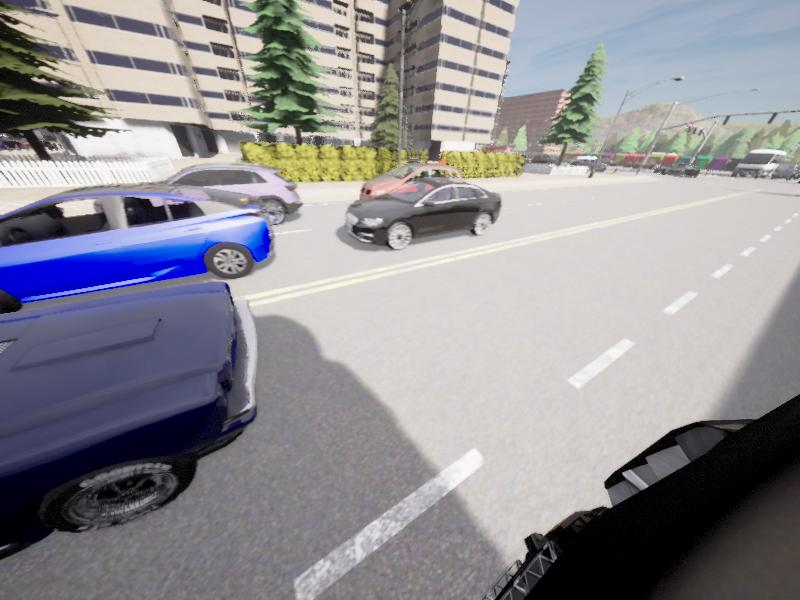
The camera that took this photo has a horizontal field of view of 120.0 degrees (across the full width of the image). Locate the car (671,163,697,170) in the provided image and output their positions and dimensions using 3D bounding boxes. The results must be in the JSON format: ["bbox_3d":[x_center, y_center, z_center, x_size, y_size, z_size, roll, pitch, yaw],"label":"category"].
[{"bbox_3d":[76.259,-35.861,61.993,1.970,1.475,3.806,-16,38,-26],"label":"car"}]

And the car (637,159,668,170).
[{"bbox_3d":[56.801,-30.450,52.029,1.905,1.878,3.866,-16,38,-26],"label":"car"}]

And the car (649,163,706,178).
[{"bbox_3d":[43.522,-20.420,36.409,1.930,1.638,5.238,-9,35,-19],"label":"car"}]

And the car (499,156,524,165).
[{"bbox_3d":[24.906,-31.266,51.771,1.812,1.442,4.674,-16,38,-26],"label":"car"}]

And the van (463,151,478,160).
[{"bbox_3d":[22.157,-45.660,72.918,1.775,1.987,4.442,-16,38,-26],"label":"van"}]

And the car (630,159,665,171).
[{"bbox_3d":[54.271,-29.760,50.805,1.932,1.855,4.605,-16,38,-26],"label":"car"}]

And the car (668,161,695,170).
[{"bbox_3d":[73.758,-35.346,60.607,1.905,1.878,3.866,-16,38,-26],"label":"car"}]

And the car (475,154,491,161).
[{"bbox_3d":[23.440,-40.324,65.455,1.970,1.475,3.806,-16,38,-26],"label":"car"}]

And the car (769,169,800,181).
[{"bbox_3d":[66.452,-21.608,39.894,4.892,1.490,1.837,-15,37,-25],"label":"car"}]

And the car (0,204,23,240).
[{"bbox_3d":[-11.526,-1.343,3.836,4.974,1.542,2.038,-16,38,-26],"label":"car"}]

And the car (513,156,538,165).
[{"bbox_3d":[32.001,-35.770,59.179,2.152,1.651,5.027,-16,38,-26],"label":"car"}]

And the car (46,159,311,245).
[{"bbox_3d":[-5.508,-3.114,6.844,4.856,1.649,2.033,-16,38,-26],"label":"car"}]

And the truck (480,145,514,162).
[{"bbox_3d":[27.202,-41.546,65.345,2.891,3.827,8.468,-16,38,-26],"label":"truck"}]

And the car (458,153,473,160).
[{"bbox_3d":[19.974,-43.707,70.350,1.970,1.475,3.806,-16,38,-26],"label":"car"}]

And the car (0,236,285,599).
[{"bbox_3d":[-3.456,0.884,1.221,4.718,1.301,1.895,-16,38,-26],"label":"car"}]

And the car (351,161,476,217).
[{"bbox_3d":[0.574,-4.885,9.903,4.611,1.667,2.242,-16,38,-26],"label":"car"}]

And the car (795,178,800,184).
[{"bbox_3d":[59.201,-17.436,32.945,4.856,1.649,2.033,-16,38,-26],"label":"car"}]

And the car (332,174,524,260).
[{"bbox_3d":[0.854,-2.672,6.711,4.902,1.511,2.128,-16,38,-26],"label":"car"}]

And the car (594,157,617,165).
[{"bbox_3d":[64.975,-43.967,73.077,1.932,1.855,4.605,-16,38,-26],"label":"car"}]

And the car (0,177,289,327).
[{"bbox_3d":[-4.654,-1.092,3.927,4.514,1.525,2.007,-16,38,-26],"label":"car"}]

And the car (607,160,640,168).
[{"bbox_3d":[55.920,-34.101,57.929,2.033,1.415,5.357,-16,38,-26],"label":"car"}]

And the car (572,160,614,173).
[{"bbox_3d":[33.253,-23.149,39.968,2.128,1.511,4.902,-16,38,-26],"label":"car"}]

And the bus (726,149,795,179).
[{"bbox_3d":[64.728,-24.400,41.504,10.273,4.253,3.944,-15,37,-25],"label":"bus"}]

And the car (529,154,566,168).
[{"bbox_3d":[29.066,-27.469,45.746,2.150,2.045,5.566,-16,38,-26],"label":"car"}]

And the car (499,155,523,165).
[{"bbox_3d":[26.483,-33.593,55.323,2.242,1.667,4.611,-16,38,-26],"label":"car"}]

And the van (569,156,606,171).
[{"bbox_3d":[34.933,-25.565,43.265,2.069,2.038,4.480,-16,38,-26],"label":"van"}]

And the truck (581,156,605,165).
[{"bbox_3d":[57.898,-41.975,69.404,2.069,2.038,4.478,-16,38,-26],"label":"truck"}]
